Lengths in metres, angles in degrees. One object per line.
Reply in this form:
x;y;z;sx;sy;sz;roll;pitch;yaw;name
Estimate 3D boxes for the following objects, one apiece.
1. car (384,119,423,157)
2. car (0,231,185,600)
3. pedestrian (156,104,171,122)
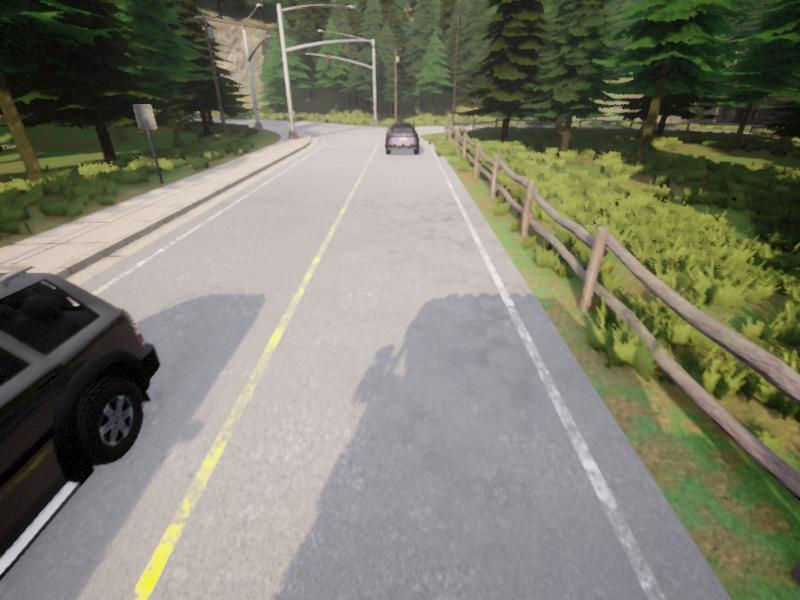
0.098;-9.607;23.514;2.033;1.649;4.856;-1;27;-1;car
-3.501;1.209;2.225;1.932;1.855;4.605;0;27;0;car
-27.069;-21.415;45.780;0.751;1.860;0.751;3;27;5;pedestrian
